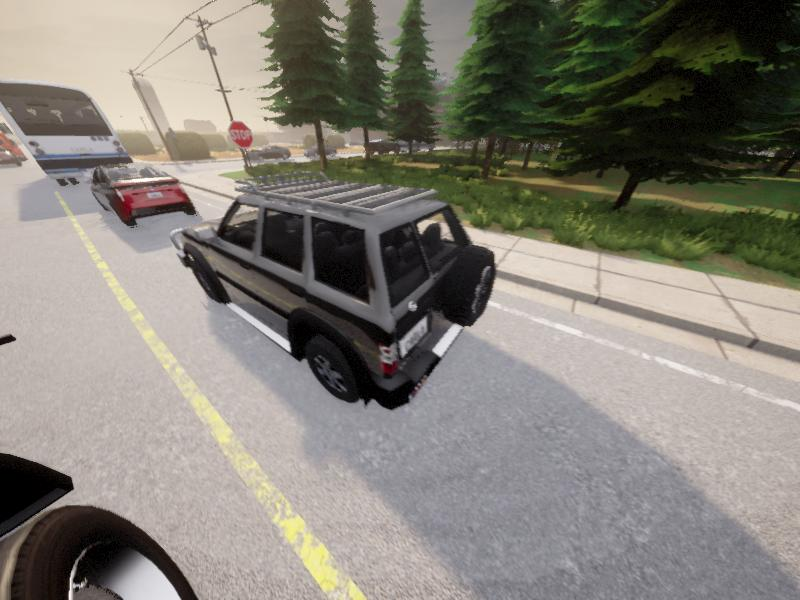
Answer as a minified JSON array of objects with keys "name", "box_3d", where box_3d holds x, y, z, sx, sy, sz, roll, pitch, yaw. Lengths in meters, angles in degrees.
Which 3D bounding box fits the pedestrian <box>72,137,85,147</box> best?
[{"name":"pedestrian","box_3d":[-72.000,-35.443,51.702,0.751,1.860,0.751,-24,42,-30]}]

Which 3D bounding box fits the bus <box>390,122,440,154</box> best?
[{"name":"bus","box_3d":[2.919,-29.029,41.488,3.944,4.253,10.273,21,40,27]}]

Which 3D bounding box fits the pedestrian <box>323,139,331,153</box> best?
[{"name":"pedestrian","box_3d":[-11.809,-25.069,37.505,0.751,1.860,0.751,-26,43,-32]}]

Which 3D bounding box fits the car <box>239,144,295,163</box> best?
[{"name":"car","box_3d":[-14.689,-16.440,25.861,2.128,1.511,4.902,21,40,27]}]

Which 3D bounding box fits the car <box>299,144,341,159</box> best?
[{"name":"car","box_3d":[-10.577,-19.932,30.850,2.128,1.511,4.902,21,40,27]}]

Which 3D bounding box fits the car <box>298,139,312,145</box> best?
[{"name":"car","box_3d":[-33.697,-56.232,82.137,4.892,1.490,1.837,21,40,26]}]

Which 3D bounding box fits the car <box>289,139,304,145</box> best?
[{"name":"car","box_3d":[-35.674,-54.564,79.777,4.792,1.488,2.163,21,40,26]}]

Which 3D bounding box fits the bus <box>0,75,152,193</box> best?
[{"name":"bus","box_3d":[-19.910,-9.548,13.625,10.273,4.253,3.944,24,41,29]}]

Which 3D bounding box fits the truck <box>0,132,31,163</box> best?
[{"name":"truck","box_3d":[-40.761,-15.469,23.374,5.204,2.467,2.627,24,41,29]}]

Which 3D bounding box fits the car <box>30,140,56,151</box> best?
[{"name":"car","box_3d":[-64.042,-27.729,41.402,5.366,1.575,1.801,24,41,29]}]

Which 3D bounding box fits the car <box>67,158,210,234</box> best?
[{"name":"car","box_3d":[-8.779,-3.695,7.750,4.514,1.525,2.007,23,41,29]}]

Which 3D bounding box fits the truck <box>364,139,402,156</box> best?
[{"name":"truck","box_3d":[-2.400,-23.512,35.486,2.390,2.098,6.274,21,40,27]}]

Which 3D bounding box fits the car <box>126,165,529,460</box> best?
[{"name":"car","box_3d":[-1.223,-0.628,3.140,4.605,1.855,1.932,21,40,29]}]

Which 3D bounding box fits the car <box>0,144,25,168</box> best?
[{"name":"car","box_3d":[-34.906,-12.557,20.047,3.988,1.617,1.851,23,41,29]}]
